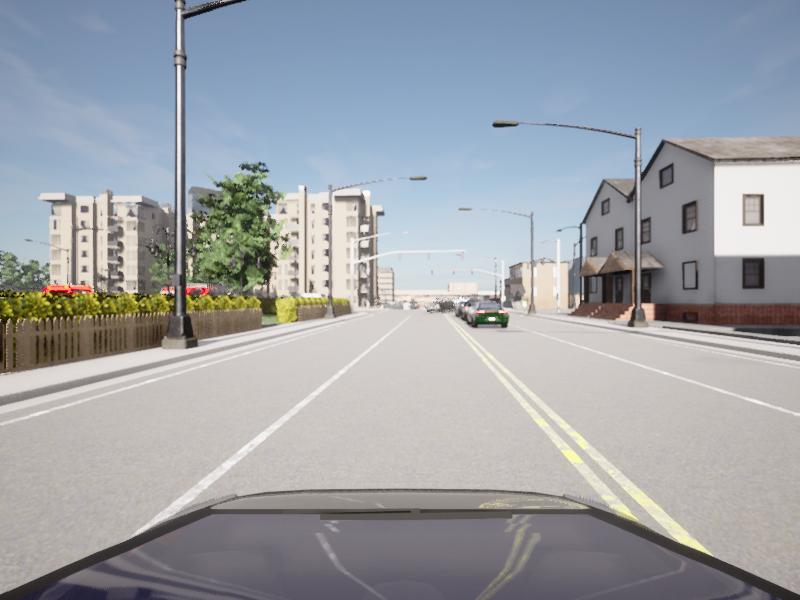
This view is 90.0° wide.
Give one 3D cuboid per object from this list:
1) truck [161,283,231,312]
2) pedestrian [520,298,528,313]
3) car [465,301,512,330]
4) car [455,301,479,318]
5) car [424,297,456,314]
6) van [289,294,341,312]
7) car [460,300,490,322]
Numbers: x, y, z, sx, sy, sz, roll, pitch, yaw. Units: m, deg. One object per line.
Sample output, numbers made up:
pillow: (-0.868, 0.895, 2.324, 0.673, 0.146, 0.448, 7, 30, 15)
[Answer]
truck: (-28.083, -0.330, 55.184, 8.468, 3.827, 2.891, 0, 0, 6)
pedestrian: (15.850, 0.710, 51.113, 0.751, 1.860, 0.751, 0, 0, 6)
car: (5.141, 0.822, 23.953, 2.038, 1.542, 4.974, 0, 0, 4)
car: (6.139, 0.864, 36.978, 1.812, 1.442, 4.674, 0, 0, 4)
car: (4.869, 0.626, 48.585, 1.932, 1.855, 4.605, -1, 1, 34)
van: (-11.350, 0.369, 53.599, 6.366, 2.431, 2.351, 0, 0, 5)
car: (5.638, 0.783, 30.433, 1.851, 1.617, 3.988, 0, 0, 4)
